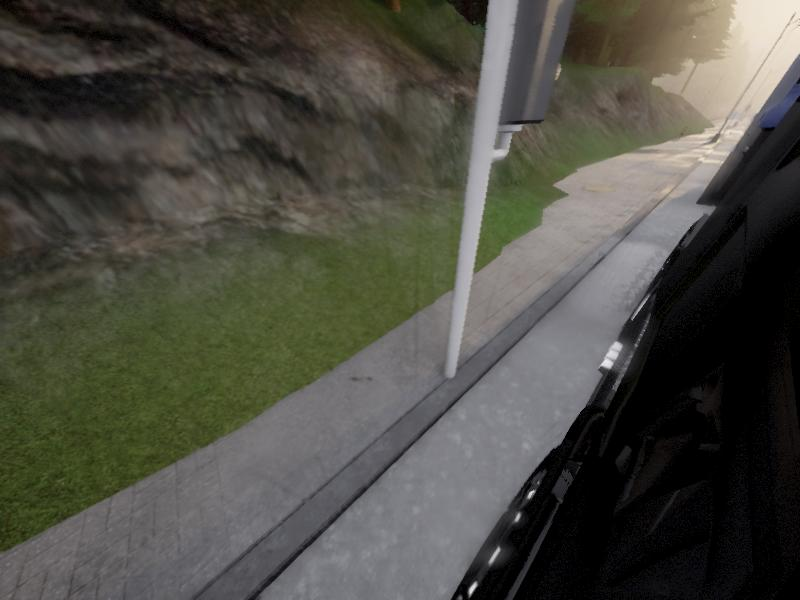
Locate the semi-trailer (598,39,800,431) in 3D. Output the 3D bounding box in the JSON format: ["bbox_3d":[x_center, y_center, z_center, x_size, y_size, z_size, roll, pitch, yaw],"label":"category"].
[{"bbox_3d":[8.701,-3.595,4.237,14.254,4.402,2.717,-28,44,-30],"label":"semi-trailer"}]

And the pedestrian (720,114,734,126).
[{"bbox_3d":[63.330,-34.831,44.709,0.751,1.860,0.751,29,47,35],"label":"pedestrian"}]

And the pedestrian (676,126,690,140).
[{"bbox_3d":[29.271,-17.276,23.891,0.500,1.100,0.500,-29,44,-31],"label":"pedestrian"}]

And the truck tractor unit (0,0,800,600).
[{"bbox_3d":[2.645,-0.295,0.351,6.516,4.208,3.053,-28,44,-30],"label":"truck tractor unit"}]

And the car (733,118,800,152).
[{"bbox_3d":[26.366,-11.854,16.532,4.611,1.667,2.242,-28,44,-30],"label":"car"}]
